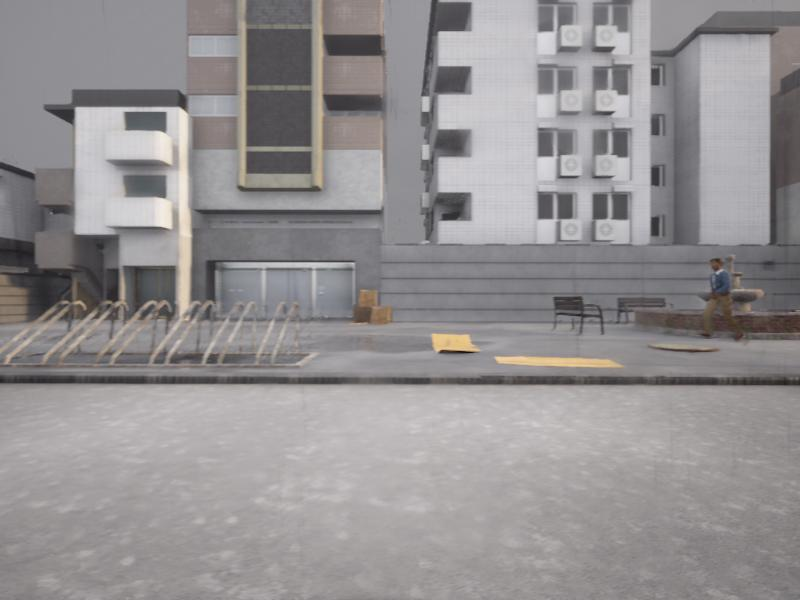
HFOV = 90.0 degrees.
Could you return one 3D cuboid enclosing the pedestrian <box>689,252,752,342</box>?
[{"bbox_3d":[6.888,-0.055,8.625,0.751,1.860,0.751,0,0,-1],"label":"pedestrian"}]
